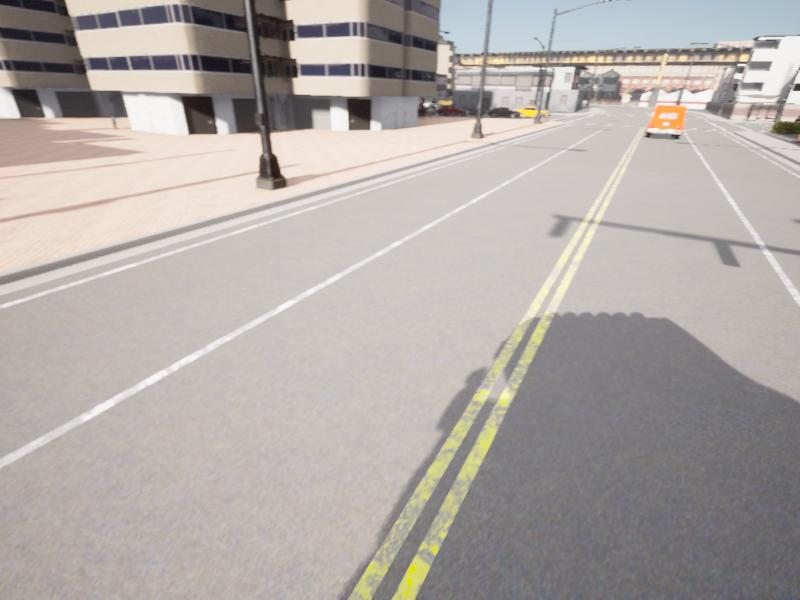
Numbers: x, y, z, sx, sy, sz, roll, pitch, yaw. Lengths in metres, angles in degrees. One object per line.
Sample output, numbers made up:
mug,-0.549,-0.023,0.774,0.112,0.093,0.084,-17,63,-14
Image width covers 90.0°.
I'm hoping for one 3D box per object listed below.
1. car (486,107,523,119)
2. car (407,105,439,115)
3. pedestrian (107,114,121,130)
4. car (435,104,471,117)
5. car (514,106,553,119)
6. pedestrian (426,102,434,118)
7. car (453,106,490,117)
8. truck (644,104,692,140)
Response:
car,15.040,-26.964,57.612,4.674,1.442,1.812,15,30,25
car,3.821,-31.643,66.616,4.792,1.488,2.163,14,30,25
pedestrian,-21.792,-13.587,30.515,0.500,1.100,0.500,-5,28,-12
car,8.058,-28.845,60.952,4.856,1.649,2.033,14,30,25
car,19.591,-27.649,58.941,5.008,1.535,1.882,15,30,25
pedestrian,3.939,-25.057,52.852,0.751,1.860,0.751,11,29,18
car,11.214,-29.752,63.025,5.357,1.411,2.033,14,30,25
truck,22.761,-15.258,34.146,2.627,2.467,5.204,16,31,26
